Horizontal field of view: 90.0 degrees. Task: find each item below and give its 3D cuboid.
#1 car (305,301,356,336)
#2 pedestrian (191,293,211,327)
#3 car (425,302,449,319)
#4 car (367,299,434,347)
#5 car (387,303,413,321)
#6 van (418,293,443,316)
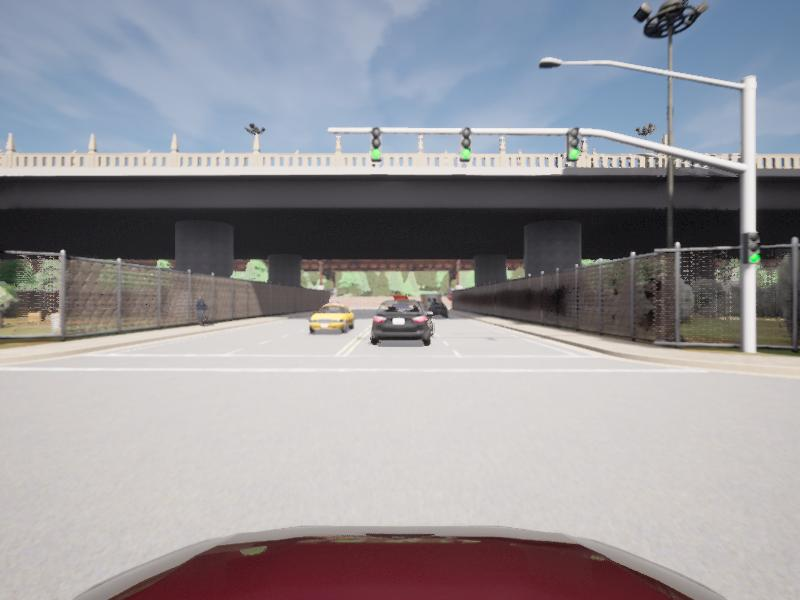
[{"bbox_3d":[-3.506,0.865,21.244,1.801,1.575,5.366,0,0,0],"label":"car"},{"bbox_3d":[-11.012,0.545,22.161,0.751,1.860,0.751,0,0,0],"label":"pedestrian"},{"bbox_3d":[3.490,0.940,38.179,1.837,1.490,4.892,0,0,0],"label":"car"},{"bbox_3d":[0.209,0.814,16.267,2.242,1.667,4.611,0,0,6],"label":"car"},{"bbox_3d":[-0.007,0.984,34.975,2.033,1.411,5.357,0,0,0],"label":"car"},{"bbox_3d":[3.489,0.489,46.816,2.351,2.431,6.366,0,0,0],"label":"van"}]
